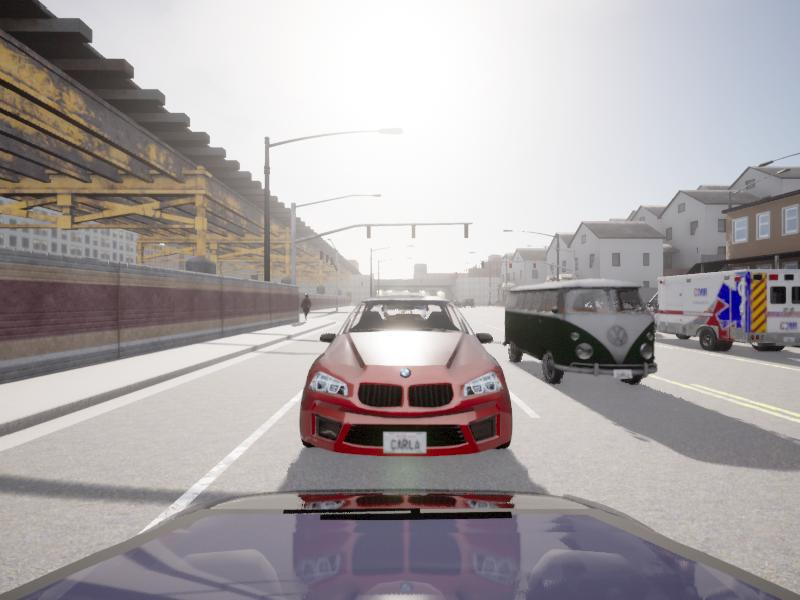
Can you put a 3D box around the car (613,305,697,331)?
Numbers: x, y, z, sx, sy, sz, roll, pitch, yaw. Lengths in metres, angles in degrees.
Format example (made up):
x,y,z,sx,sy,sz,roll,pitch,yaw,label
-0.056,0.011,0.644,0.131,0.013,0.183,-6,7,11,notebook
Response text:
x,y,z,sx,sy,sz,roll,pitch,yaw,label
14.186,0.944,22.643,1.895,1.301,4.718,0,0,2,car

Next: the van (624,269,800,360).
x,y,z,sx,sy,sz,roll,pitch,yaw,label
10.684,0.378,13.842,2.351,2.431,6.366,0,0,1,van

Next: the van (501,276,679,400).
x,y,z,sx,sy,sz,roll,pitch,yaw,label
3.621,0.595,8.668,1.775,1.987,4.442,0,0,1,van

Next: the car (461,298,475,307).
x,y,z,sx,sy,sz,roll,pitch,yaw,label
15.089,0.572,88.748,2.150,2.045,5.566,0,0,1,car

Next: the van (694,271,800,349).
x,y,z,sx,sy,sz,roll,pitch,yaw,label
14.186,0.322,15.030,1.988,2.561,5.915,0,0,1,van

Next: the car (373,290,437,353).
x,y,z,sx,sy,sz,roll,pitch,yaw,label
0.181,0.645,13.868,1.905,1.878,3.866,0,0,1,car

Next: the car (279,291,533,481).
x,y,z,sx,sy,sz,roll,pitch,yaw,label
0.086,0.756,5.836,2.242,1.667,4.611,0,0,1,car

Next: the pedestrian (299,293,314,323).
x,y,z,sx,sy,sz,roll,pitch,yaw,label
-5.850,0.485,25.057,0.751,1.860,0.751,0,0,-1,pedestrian
